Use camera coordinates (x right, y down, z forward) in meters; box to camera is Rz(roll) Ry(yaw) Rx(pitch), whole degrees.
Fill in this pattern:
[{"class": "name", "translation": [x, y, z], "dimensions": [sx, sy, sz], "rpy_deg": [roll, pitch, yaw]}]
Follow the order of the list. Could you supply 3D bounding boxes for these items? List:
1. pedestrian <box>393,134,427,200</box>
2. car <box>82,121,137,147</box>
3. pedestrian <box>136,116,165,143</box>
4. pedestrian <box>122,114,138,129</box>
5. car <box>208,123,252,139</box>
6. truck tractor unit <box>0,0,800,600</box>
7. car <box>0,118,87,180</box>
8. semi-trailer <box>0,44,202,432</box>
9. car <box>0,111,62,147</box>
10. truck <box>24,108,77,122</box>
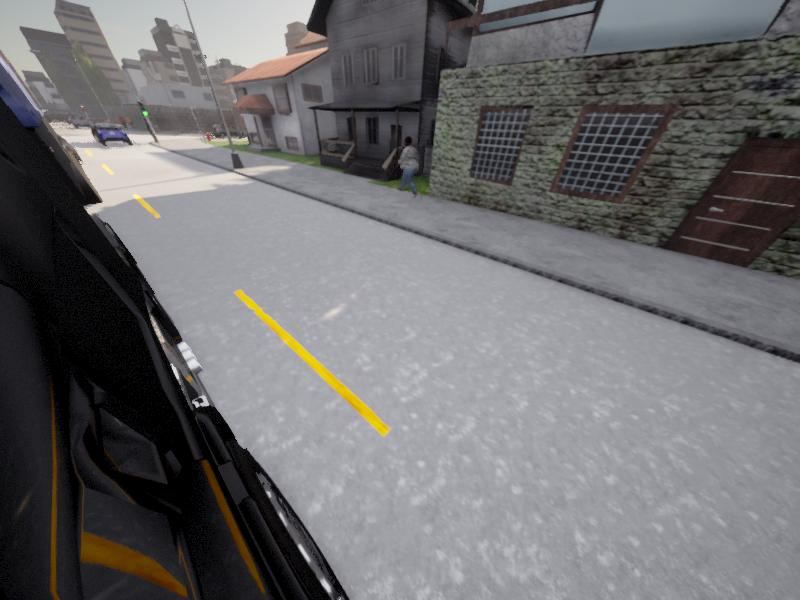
[{"class": "pedestrian", "translation": [0.324, -4.628, 8.069], "dimensions": [0.751, 1.860, 0.751], "rpy_deg": [30, 45, 31]}, {"class": "car", "translation": [-24.550, -14.085, 19.504], "dimensions": [4.514, 1.525, 2.007], "rpy_deg": [28, 44, 30]}, {"class": "pedestrian", "translation": [-22.066, -15.055, 20.466], "dimensions": [0.751, 1.860, 0.751], "rpy_deg": [8, 37, 7]}, {"class": "pedestrian", "translation": [-42.577, -28.088, 36.435], "dimensions": [0.751, 1.860, 0.751], "rpy_deg": [28, 44, 30]}, {"class": "car", "translation": [-22.229, -22.219, 30.403], "dimensions": [1.851, 1.617, 3.988], "rpy_deg": [28, 44, 30]}, {"class": "truck tractor unit", "translation": [-2.645, -0.295, 0.351], "dimensions": [6.516, 4.208, 3.053], "rpy_deg": [28, 44, 30]}, {"class": "car", "translation": [-15.634, -6.572, 9.909], "dimensions": [4.605, 1.855, 1.932], "rpy_deg": [30, 44, 33]}, {"class": "semi-trailer", "translation": [-8.701, -3.615, 4.207], "dimensions": [14.254, 4.402, 2.717], "rpy_deg": [28, 44, 30]}, {"class": "car", "translation": [-27.282, -12.643, 17.098], "dimensions": [3.866, 1.878, 1.905], "rpy_deg": [30, 45, 30]}, {"class": "truck", "translation": [-75.016, -39.701, 49.782], "dimensions": [2.390, 2.098, 6.274], "rpy_deg": [-2, 37, -5]}]
